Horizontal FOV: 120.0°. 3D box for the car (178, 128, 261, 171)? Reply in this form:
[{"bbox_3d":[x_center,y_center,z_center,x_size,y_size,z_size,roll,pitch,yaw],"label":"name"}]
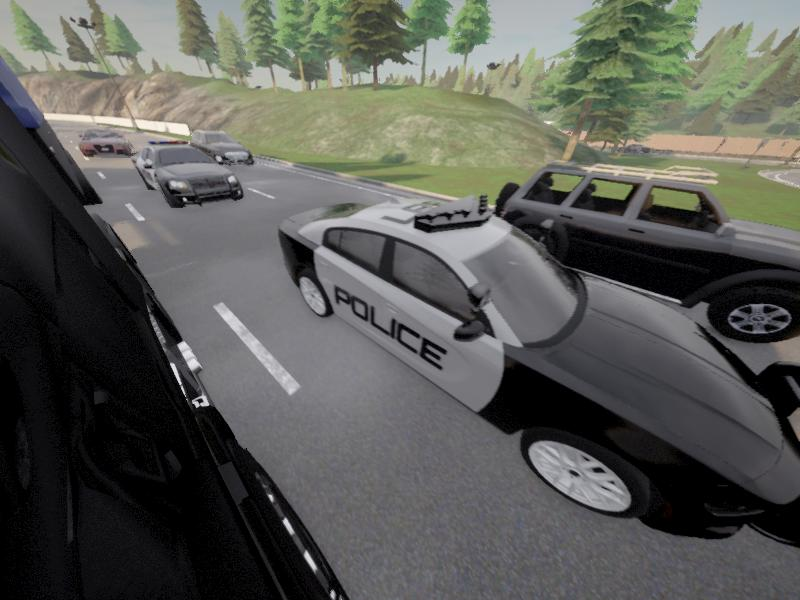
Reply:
[{"bbox_3d":[-10.572,-8.897,13.513,4.856,1.649,2.033,28,44,30],"label":"car"}]

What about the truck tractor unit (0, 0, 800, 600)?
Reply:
[{"bbox_3d":[-2.645,-0.295,0.351,6.516,4.208,3.053,28,44,30],"label":"truck tractor unit"}]

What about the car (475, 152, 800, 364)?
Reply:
[{"bbox_3d":[4.067,-1.213,3.979,4.605,1.855,1.932,28,44,30],"label":"car"}]

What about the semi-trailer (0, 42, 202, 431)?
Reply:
[{"bbox_3d":[-8.702,-3.602,4.224,14.254,4.402,2.717,28,44,30],"label":"semi-trailer"}]

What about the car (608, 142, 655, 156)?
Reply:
[{"bbox_3d":[38.105,-25.003,38.177,5.238,1.638,1.930,28,43,30],"label":"car"}]

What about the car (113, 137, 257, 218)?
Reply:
[{"bbox_3d":[-7.218,-4.345,7.718,4.974,1.542,2.038,28,44,29],"label":"car"}]

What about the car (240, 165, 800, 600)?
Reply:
[{"bbox_3d":[0.643,-0.205,2.608,5.238,1.638,1.930,28,44,30],"label":"car"}]

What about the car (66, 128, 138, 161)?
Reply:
[{"bbox_3d":[-18.330,-9.827,14.472,1.994,1.385,4.181,-25,45,-32],"label":"car"}]
